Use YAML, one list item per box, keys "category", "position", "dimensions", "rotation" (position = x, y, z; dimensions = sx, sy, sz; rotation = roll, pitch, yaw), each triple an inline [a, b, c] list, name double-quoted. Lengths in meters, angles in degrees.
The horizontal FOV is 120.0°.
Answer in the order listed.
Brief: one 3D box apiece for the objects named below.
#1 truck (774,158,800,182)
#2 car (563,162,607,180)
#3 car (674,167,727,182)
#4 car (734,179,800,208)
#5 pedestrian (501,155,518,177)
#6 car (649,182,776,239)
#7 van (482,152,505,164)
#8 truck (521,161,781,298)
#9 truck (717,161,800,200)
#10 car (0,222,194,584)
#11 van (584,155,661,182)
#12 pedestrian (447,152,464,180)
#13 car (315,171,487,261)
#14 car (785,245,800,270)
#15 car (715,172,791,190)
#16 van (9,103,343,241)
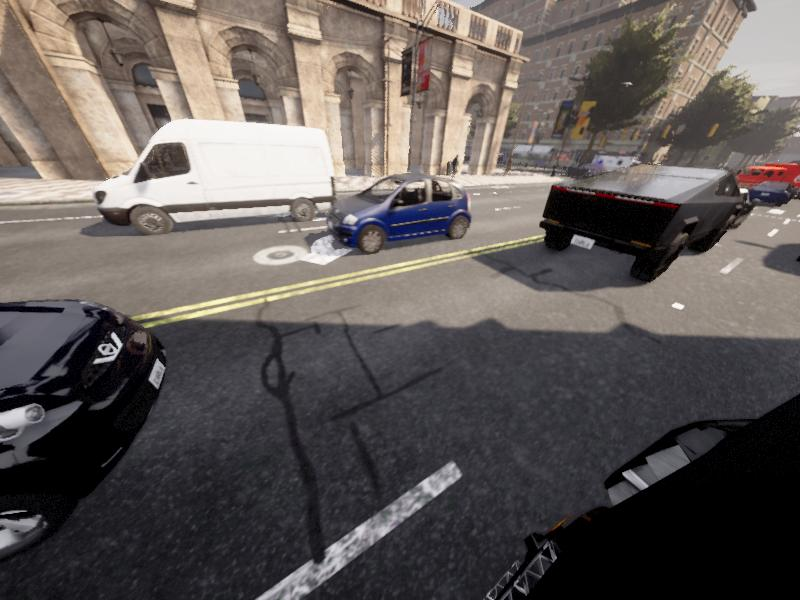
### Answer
- category: "truck"
  position: [81.404, -26.641, 47.242]
  dimensions: [8.468, 3.827, 2.891]
  rotation: [-16, 38, -26]
- category: "car"
  position: [22.167, -15.602, 27.923]
  dimensions: [1.845, 1.501, 3.633]
  rotation: [-3, 34, -9]
- category: "car"
  position: [44.332, -18.574, 34.181]
  dimensions: [4.974, 1.542, 2.038]
  rotation: [-1, 33, -6]
- category: "car"
  position: [25.996, -7.545, 16.210]
  dimensions: [4.181, 1.385, 1.994]
  rotation: [-16, 38, -26]
- category: "pedestrian"
  position: [10.695, -13.108, 22.618]
  dimensions: [0.751, 1.860, 0.751]
  rotation: [-18, 39, -28]
- category: "car"
  position: [12.423, -3.706, 9.229]
  dimensions: [3.806, 1.475, 1.970]
  rotation: [-16, 38, -26]
- category: "van"
  position: [22.279, -33.845, 55.007]
  dimensions: [2.069, 2.038, 4.480]
  rotation: [-16, 38, -26]
- category: "truck"
  position: [6.542, -2.281, 6.044]
  dimensions: [6.274, 2.098, 2.390]
  rotation: [-16, 38, -26]
- category: "truck"
  position: [32.069, -10.147, 19.635]
  dimensions: [5.204, 2.467, 2.627]
  rotation: [6, 33, 4]
- category: "car"
  position: [-3.698, 0.814, 1.066]
  dimensions: [3.633, 1.501, 1.845]
  rotation: [-16, 38, -26]
- category: "van"
  position: [27.795, -16.693, 29.204]
  dimensions: [2.351, 2.431, 6.366]
  rotation: [-24, 42, -34]
- category: "pedestrian"
  position: [4.395, -10.608, 18.340]
  dimensions: [0.751, 1.860, 0.751]
  rotation: [-10, 36, -19]
- category: "car"
  position: [0.066, -2.497, 6.297]
  dimensions: [3.988, 1.617, 1.851]
  rotation: [-16, 38, -26]
- category: "car"
  position: [12.939, -1.678, 6.072]
  dimensions: [4.856, 1.649, 2.033]
  rotation: [-16, 38, -26]
- category: "car"
  position: [41.721, -14.226, 27.489]
  dimensions: [1.812, 1.442, 4.674]
  rotation: [-16, 37, -26]
- category: "van"
  position: [-5.006, -3.691, 6.849]
  dimensions: [5.915, 2.561, 1.988]
  rotation: [-16, 38, -26]
